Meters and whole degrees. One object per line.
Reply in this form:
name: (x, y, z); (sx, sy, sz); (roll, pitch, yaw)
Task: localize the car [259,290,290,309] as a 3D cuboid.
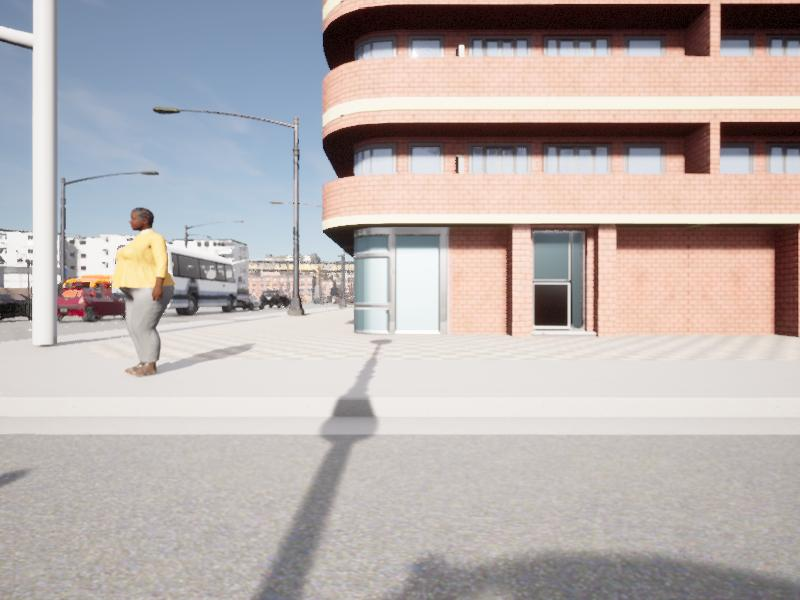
car: (-14.645, -0.050, 46.918); (2.150, 2.045, 5.566); (0, 0, -3)

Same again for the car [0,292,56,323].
car: (-17.742, 0.320, 17.195); (1.895, 1.301, 4.718); (0, 0, -1)

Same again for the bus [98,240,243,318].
bus: (-14.571, -1.154, 27.024); (3.944, 4.253, 10.273); (0, 0, -1)

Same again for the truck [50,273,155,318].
truck: (-17.876, -0.268, 24.498); (2.627, 2.467, 5.204); (0, 0, -1)

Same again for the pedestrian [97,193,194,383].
pedestrian: (-2.835, -0.119, 4.457); (0.751, 1.860, 0.751); (0, 0, 44)

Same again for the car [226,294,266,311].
car: (-14.506, 0.207, 38.052); (2.038, 1.542, 4.974); (0, 0, -2)

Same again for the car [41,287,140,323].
car: (-14.269, 0.207, 18.722); (1.845, 1.501, 3.633); (0, 0, -1)
